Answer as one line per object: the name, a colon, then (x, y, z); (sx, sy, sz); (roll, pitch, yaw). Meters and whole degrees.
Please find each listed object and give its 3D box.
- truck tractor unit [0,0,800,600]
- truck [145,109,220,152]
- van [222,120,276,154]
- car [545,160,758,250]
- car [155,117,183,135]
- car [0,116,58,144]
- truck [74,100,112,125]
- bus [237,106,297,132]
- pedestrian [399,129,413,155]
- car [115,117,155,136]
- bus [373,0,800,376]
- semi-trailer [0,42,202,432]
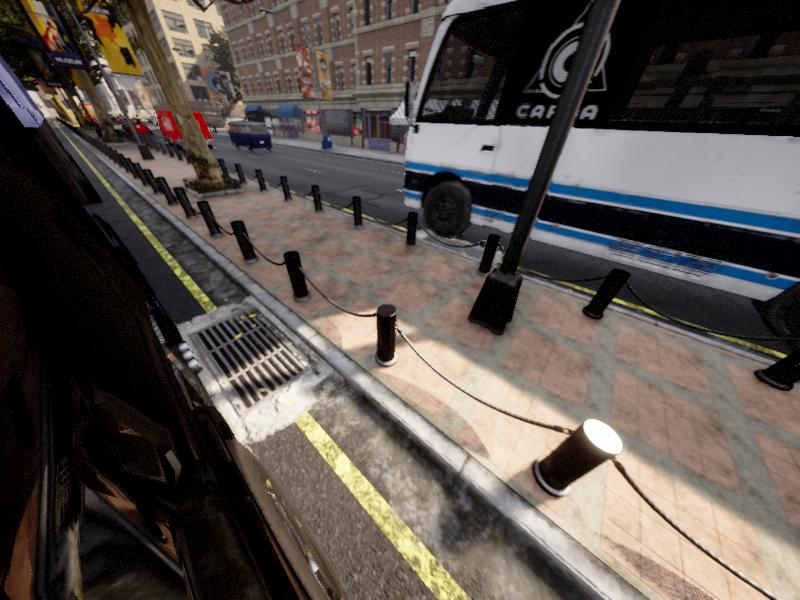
truck tractor unit: (-2.645, -0.295, 0.351); (6.516, 4.208, 3.053); (28, 44, 30)
truck: (-17.626, -13.777, 18.734); (5.204, 2.467, 2.627); (29, 44, 30)
van: (-12.619, -13.634, 19.281); (4.442, 1.987, 1.775); (28, 44, 30)
car: (6.828, -3.032, 6.873); (3.633, 1.501, 1.845); (28, 44, 30)
car: (-32.326, -24.395, 32.341); (1.905, 1.878, 3.866); (-28, 47, -34)
car: (-29.800, -13.668, 18.548); (4.974, 1.542, 2.038); (29, 44, 29)
truck: (-65.579, -40.087, 49.358); (8.468, 3.827, 2.891); (28, 44, 30)
bus: (-29.614, -40.661, 52.166); (3.944, 4.253, 10.273); (27, 44, 29)
pedestrian: (0.521, -13.732, 20.100); (0.751, 1.860, 0.751); (31, 45, 32)
car: (-33.629, -22.026, 29.289); (4.611, 1.667, 2.242); (29, 44, 30)
bus: (4.659, -2.470, 3.717); (10.273, 4.253, 3.944); (28, 44, 30)
semi-trailer: (-8.699, -3.618, 4.208); (14.254, 4.402, 2.717); (28, 44, 30)
